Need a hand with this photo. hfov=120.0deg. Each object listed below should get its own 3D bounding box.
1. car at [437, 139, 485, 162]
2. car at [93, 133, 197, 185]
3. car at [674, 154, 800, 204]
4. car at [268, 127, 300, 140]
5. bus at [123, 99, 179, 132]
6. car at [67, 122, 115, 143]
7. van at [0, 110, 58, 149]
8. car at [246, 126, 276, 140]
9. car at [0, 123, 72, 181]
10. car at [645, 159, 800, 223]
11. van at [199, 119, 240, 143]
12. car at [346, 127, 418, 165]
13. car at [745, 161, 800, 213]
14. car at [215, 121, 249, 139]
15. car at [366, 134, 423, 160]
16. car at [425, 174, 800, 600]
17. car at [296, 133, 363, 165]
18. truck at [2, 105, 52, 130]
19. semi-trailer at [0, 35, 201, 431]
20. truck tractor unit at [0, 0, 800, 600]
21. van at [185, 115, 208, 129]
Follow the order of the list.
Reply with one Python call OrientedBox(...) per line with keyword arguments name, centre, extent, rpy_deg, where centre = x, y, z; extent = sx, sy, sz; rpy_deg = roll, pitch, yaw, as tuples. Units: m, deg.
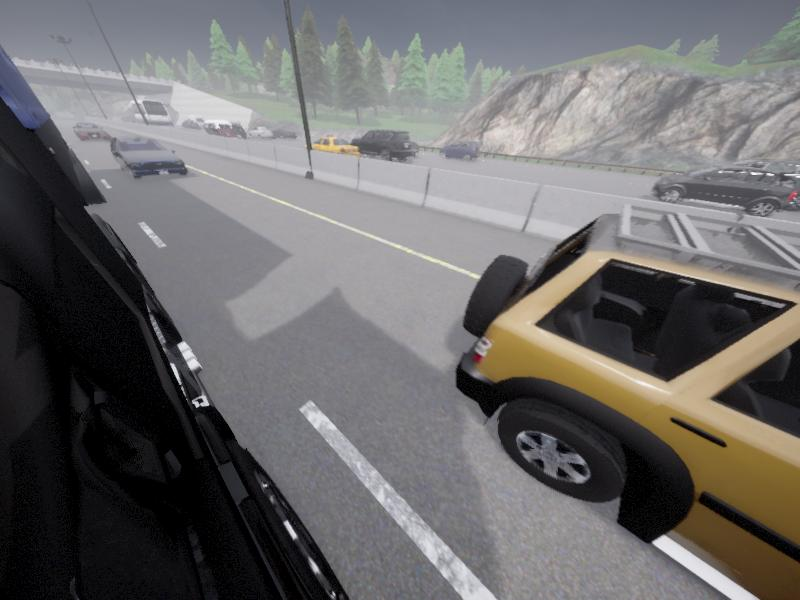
OrientedBox(name="car", centre=(5.543, -13.845, 21.349), extent=(3.633, 1.501, 1.845), rpy_deg=(28, 43, 30))
OrientedBox(name="car", centre=(-11.748, -6.624, 10.586), extent=(5.357, 1.411, 2.033), rpy_deg=(28, 43, 29))
OrientedBox(name="car", centre=(18.952, -6.821, 12.734), extent=(4.611, 1.667, 2.242), rpy_deg=(28, 43, 29))
OrientedBox(name="car", centre=(-18.515, -26.489, 36.767), extent=(5.357, 1.411, 2.033), rpy_deg=(28, 43, 29))
OrientedBox(name="bus", centre=(-45.520, -33.676, 42.161), extent=(10.273, 4.253, 3.944), rpy_deg=(28, 43, 29))
OrientedBox(name="car", centre=(-28.588, -15.503, 21.359), extent=(4.181, 1.385, 1.994), rpy_deg=(28, 43, 29))
OrientedBox(name="van", centre=(-27.177, -12.319, 16.625), extent=(4.480, 2.038, 2.069), rpy_deg=(28, 43, 30))
OrientedBox(name="car", centre=(-20.762, -24.978, 34.543), extent=(4.674, 1.442, 1.812), rpy_deg=(28, 43, 29))
OrientedBox(name="car", centre=(-16.258, -6.392, 9.769), extent=(4.856, 1.649, 2.033), rpy_deg=(28, 43, 30))
OrientedBox(name="car", centre=(12.879, -4.551, 9.368), extent=(3.705, 1.549, 1.789), rpy_deg=(28, 43, 29))
OrientedBox(name="van", centre=(-21.582, -20.229, 27.617), extent=(4.480, 2.038, 2.069), rpy_deg=(28, 43, 29))
OrientedBox(name="car", centre=(-1.562, -12.377, 18.459), extent=(5.566, 2.045, 2.150), rpy_deg=(28, 43, 29))
OrientedBox(name="car", centre=(18.547, -4.323, 9.355), extent=(4.611, 1.667, 2.242), rpy_deg=(28, 43, 29))
OrientedBox(name="car", centre=(-23.791, -24.043, 32.716), extent=(4.605, 1.855, 1.932), rpy_deg=(28, 43, 30))
OrientedBox(name="car", centre=(-0.566, -14.391, 21.584), extent=(5.027, 1.651, 2.152), rpy_deg=(28, 43, 30))
OrientedBox(name="car", centre=(2.679, 0.793, 1.224), extent=(4.605, 1.855, 1.932), rpy_deg=(28, 43, 29))
OrientedBox(name="car", centre=(-5.327, -11.457, 17.356), extent=(5.366, 1.575, 1.801), rpy_deg=(28, 43, 29))
OrientedBox(name="truck", centre=(-51.449, -25.312, 32.014), extent=(5.204, 2.467, 2.627), rpy_deg=(28, 43, 29))
OrientedBox(name="semi-trailer", centre=(-8.657, -3.637, 4.262), extent=(14.254, 4.402, 2.717), rpy_deg=(29, 44, 30))
OrientedBox(name="truck tractor unit", centre=(-2.645, -0.295, 0.351), extent=(6.516, 4.208, 3.053), rpy_deg=(28, 44, 30))
OrientedBox(name="van", centre=(-49.459, -43.295, 56.222), extent=(5.915, 2.561, 1.988), rpy_deg=(28, 43, 29))
